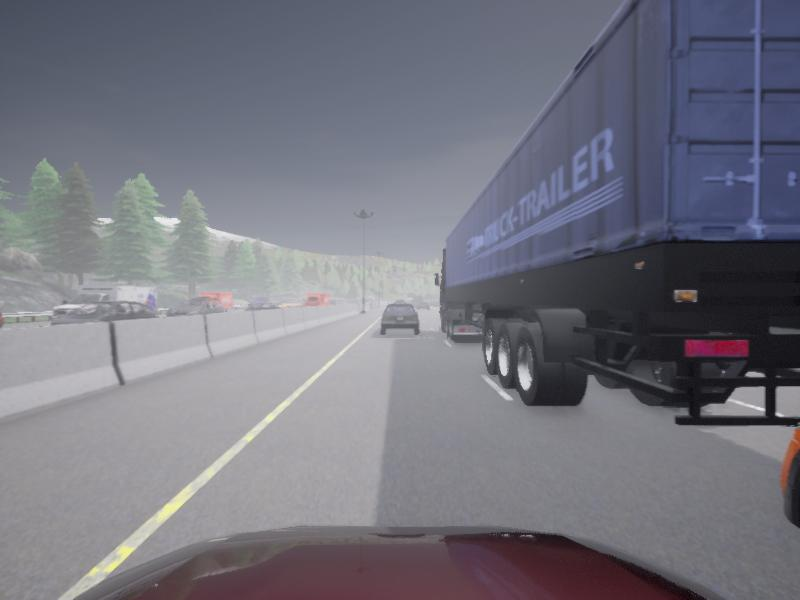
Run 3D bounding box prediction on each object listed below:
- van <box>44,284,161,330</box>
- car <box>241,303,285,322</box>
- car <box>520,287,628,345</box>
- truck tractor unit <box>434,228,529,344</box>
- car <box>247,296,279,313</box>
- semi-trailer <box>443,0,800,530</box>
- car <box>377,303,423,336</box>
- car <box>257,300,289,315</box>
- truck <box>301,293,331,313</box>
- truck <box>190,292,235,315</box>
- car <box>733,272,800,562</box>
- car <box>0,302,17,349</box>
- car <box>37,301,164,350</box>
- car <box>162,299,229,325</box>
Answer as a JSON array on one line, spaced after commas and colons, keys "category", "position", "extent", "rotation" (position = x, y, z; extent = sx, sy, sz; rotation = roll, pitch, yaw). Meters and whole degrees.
[{"category": "van", "position": [-17.499, 0.373, 24.178], "extent": [2.351, 2.431, 6.366], "rotation": [0, 0, 0]}, {"category": "car", "position": [-10.490, 0.901, 30.970], "extent": [1.994, 1.385, 4.181], "rotation": [0, 0, 0]}, {"category": "car", "position": [7.002, 0.565, 16.982], "extent": [2.150, 2.045, 5.566], "rotation": [0, 0, 0]}, {"category": "truck tractor unit", "position": [3.216, -0.526, 17.768], "extent": [3.053, 4.208, 6.516], "rotation": [0, 0, 2]}, {"category": "car", "position": [-17.438, 0.559, 51.291], "extent": [2.150, 2.045, 5.566], "rotation": [0, 0, 0]}, {"category": "semi-trailer", "position": [3.150, -0.620, 9.858], "extent": [2.717, 4.402, 14.254], "rotation": [0, 0, 0]}, {"category": "car", "position": [0.002, 0.890, 20.160], "extent": [2.033, 1.411, 5.357], "rotation": [0, 0, 0]}, {"category": "car", "position": [-13.955, 0.791, 44.161], "extent": [1.801, 1.575, 5.366], "rotation": [0, 0, 0]}, {"category": "truck", "position": [-10.437, 0.342, 50.271], "extent": [2.627, 2.467, 5.204], "rotation": [0, 0, 0]}, {"category": "truck", "position": [-20.955, 0.344, 44.991], "extent": [2.627, 2.467, 5.204], "rotation": [0, 0, 0]}, {"category": "car", "position": [3.494, 0.704, 0.648], "extent": [2.097, 1.767, 4.553], "rotation": [0, 0, 0]}, {"category": "car", "position": [-14.000, 0.825, 11.302], "extent": [2.007, 1.525, 4.514], "rotation": [0, 0, 0]}, {"category": "car", "position": [-10.500, 0.812, 14.412], "extent": [1.789, 1.549, 3.705], "rotation": [0, 0, 0]}, {"category": "car", "position": [-13.992, 0.750, 27.728], "extent": [2.242, 1.667, 4.611], "rotation": [0, 0, 0]}]
